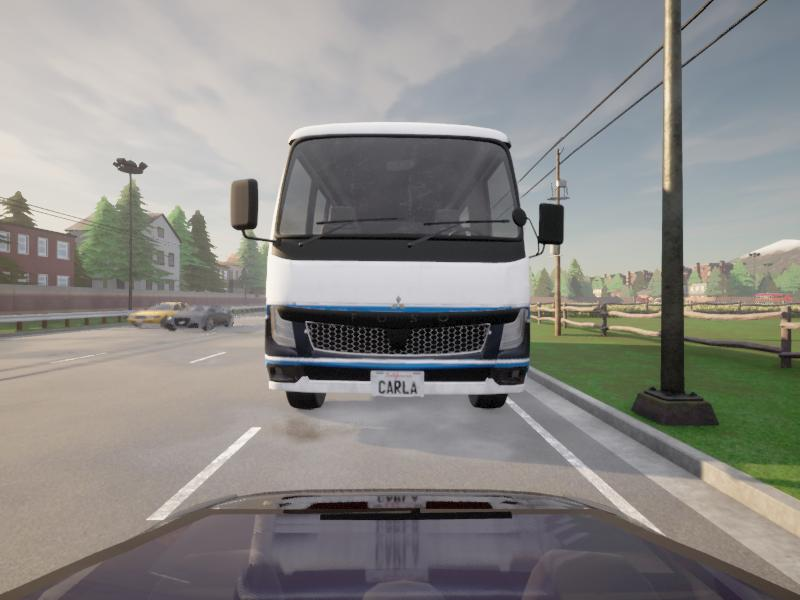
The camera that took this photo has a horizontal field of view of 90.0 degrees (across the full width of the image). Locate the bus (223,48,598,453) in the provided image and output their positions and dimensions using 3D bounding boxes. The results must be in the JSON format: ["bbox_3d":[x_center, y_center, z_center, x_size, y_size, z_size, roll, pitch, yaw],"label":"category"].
[{"bbox_3d":[0.078,-0.545,9.389,3.944,4.253,10.273,1,0,0],"label":"bus"}]

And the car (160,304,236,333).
[{"bbox_3d":[-10.627,0.907,21.462,1.994,1.385,4.181,0,0,0],"label":"car"}]

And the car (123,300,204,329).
[{"bbox_3d":[-14.142,0.801,24.352,1.801,1.575,5.366,0,0,0],"label":"car"}]

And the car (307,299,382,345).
[{"bbox_3d":[-2.104,0.785,16.771,2.152,1.651,5.027,0,0,4],"label":"car"}]
